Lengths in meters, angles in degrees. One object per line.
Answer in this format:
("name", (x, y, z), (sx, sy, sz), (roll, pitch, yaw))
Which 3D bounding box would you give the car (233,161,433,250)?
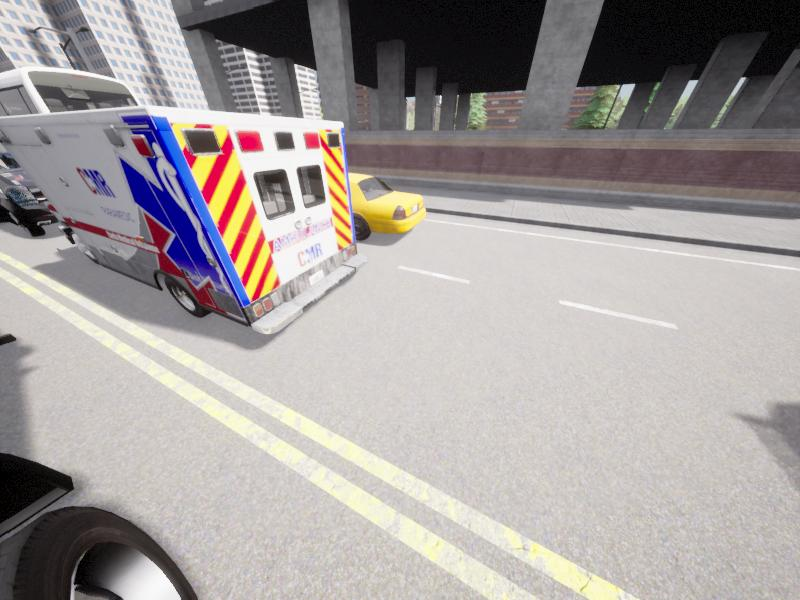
("car", (-1.939, -2.976, 6.754), (5.366, 1.575, 1.801), (15, 38, 20))

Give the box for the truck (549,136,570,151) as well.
("truck", (33.418, -32.936, 48.485), (2.615, 2.467, 5.204), (15, 38, 20))

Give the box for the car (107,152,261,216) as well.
("car", (-8.366, -4.745, 9.142), (4.611, 1.667, 2.242), (15, 38, 20))

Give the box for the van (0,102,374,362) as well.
("van", (-3.892, -1.629, 4.093), (6.366, 2.431, 2.351), (15, 38, 20))

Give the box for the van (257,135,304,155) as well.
("van", (-19.083, -25.153, 37.378), (2.351, 2.431, 6.366), (15, 38, 20))

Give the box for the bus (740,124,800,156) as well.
("bus", (67.819, -28.153, 40.566), (3.944, 4.253, 10.273), (15, 38, 20))

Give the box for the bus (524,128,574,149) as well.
("bus", (40.070, -43.748, 62.603), (10.273, 4.253, 3.944), (15, 38, 20))

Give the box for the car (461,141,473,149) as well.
("car", (15.723, -36.321, 54.007), (1.816, 1.474, 4.193), (15, 38, 20))

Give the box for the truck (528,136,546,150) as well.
("truck", (29.510, -33.996, 49.963), (2.615, 2.467, 5.204), (15, 38, 20))

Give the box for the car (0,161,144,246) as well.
("car", (-10.797, -3.113, 6.947), (4.902, 1.511, 2.128), (15, 38, 20))

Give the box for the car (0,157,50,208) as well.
("car", (-16.630, -4.704, 9.127), (3.705, 1.549, 1.789), (15, 38, 20))

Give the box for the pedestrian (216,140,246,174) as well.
("pedestrian", (-11.438, -9.703, 15.687), (0.751, 1.860, 0.751), (15, 38, 20))

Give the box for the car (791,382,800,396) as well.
("car", (6.317, 1.445, 0.484), (5.238, 1.638, 1.930), (15, 38, 20))

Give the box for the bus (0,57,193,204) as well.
("bus", (-16.458, -7.906, 11.330), (10.273, 4.253, 3.944), (15, 38, 20))

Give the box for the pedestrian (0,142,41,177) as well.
("pedestrian", (-25.034, -9.177, 15.108), (0.751, 1.860, 0.751), (16, 38, 21))
